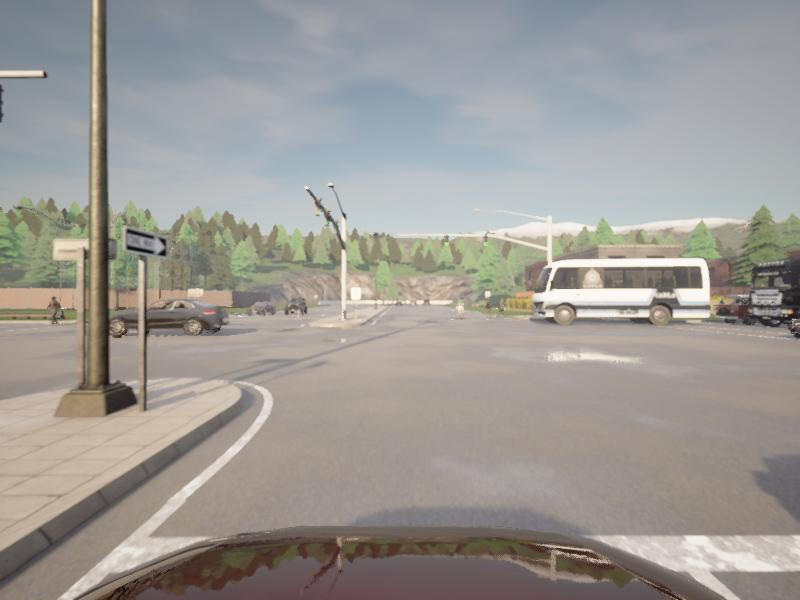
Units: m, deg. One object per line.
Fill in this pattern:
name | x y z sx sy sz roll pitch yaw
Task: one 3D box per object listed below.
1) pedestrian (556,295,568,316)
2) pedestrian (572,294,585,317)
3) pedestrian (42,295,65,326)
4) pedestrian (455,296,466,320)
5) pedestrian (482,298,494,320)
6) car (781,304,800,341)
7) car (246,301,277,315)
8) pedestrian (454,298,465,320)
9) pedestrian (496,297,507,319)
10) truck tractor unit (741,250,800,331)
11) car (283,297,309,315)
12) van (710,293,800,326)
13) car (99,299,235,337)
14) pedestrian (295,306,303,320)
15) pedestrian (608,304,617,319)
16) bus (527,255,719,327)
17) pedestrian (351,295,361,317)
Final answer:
pedestrian | 14.556 0.499 35.856 0.751 1.860 0.751 0 0 -2
pedestrian | 14.518 0.457 32.487 0.751 1.860 0.751 0 0 3
pedestrian | -21.458 0.647 24.792 0.751 1.860 0.751 0 0 3
pedestrian | 4.780 0.648 31.587 0.751 1.860 0.751 0 0 -1
pedestrian | 7.450 0.724 33.869 0.751 1.860 0.751 0 0 -14
car | 17.786 0.875 15.319 4.674 1.442 1.812 0 0 -1
car | -15.117 0.887 43.933 1.812 1.442 4.674 0 0 0
pedestrian | 5.016 0.739 33.839 0.751 1.860 0.751 0 0 -7
pedestrian | 8.413 0.650 33.234 0.751 1.860 0.751 0 0 3
truck tractor unit | 23.646 -0.491 22.400 6.516 4.208 3.053 0 0 -1
car | -11.619 0.664 45.028 1.905 1.878 3.866 0 0 0
van | 23.121 0.578 25.889 4.480 2.038 2.069 0 0 -1
car | -10.553 0.788 18.451 5.027 1.651 2.152 0 0 -1
pedestrian | -7.997 1.030 31.578 0.500 1.100 0.500 0 0 -3
pedestrian | 16.363 0.877 30.800 0.500 1.100 0.500 0 0 -40
bus | 13.960 -0.524 26.142 10.273 4.253 3.944 0 0 6
pedestrian | -3.853 0.499 35.112 0.751 1.860 0.751 0 0 -22
